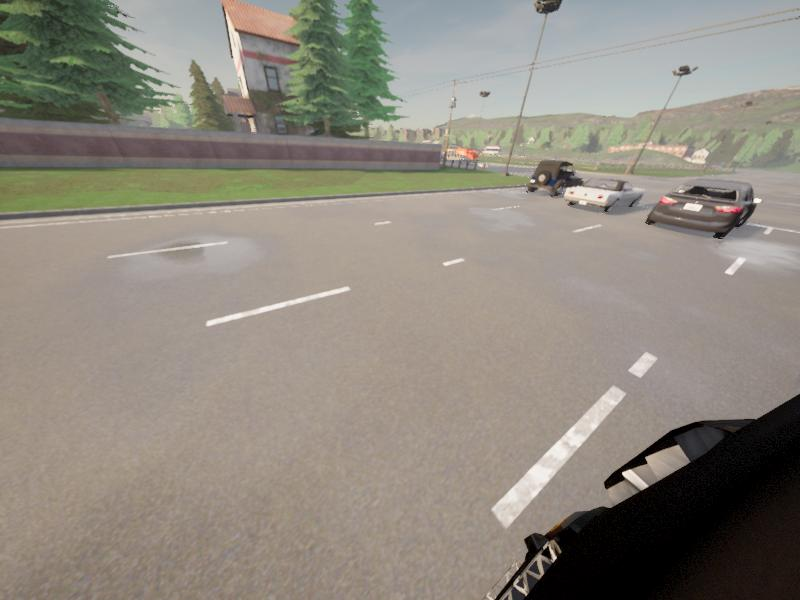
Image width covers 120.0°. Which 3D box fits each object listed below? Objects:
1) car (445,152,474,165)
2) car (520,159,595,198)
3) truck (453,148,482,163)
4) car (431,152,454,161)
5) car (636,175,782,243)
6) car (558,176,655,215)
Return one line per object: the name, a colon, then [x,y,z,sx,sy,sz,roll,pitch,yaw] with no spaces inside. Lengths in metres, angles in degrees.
car: [11.025,-26.548,43.300,2.152,1.651,5.027,-17,39,-28]
car: [9.987,-7.769,14.699,3.866,1.878,1.905,-17,39,-27]
truck: [14.379,-31.118,49.666,2.627,2.467,5.204,-17,39,-28]
car: [9.344,-31.681,50.979,1.882,1.535,5.008,-17,39,-28]
car: [11.923,-3.719,8.948,4.611,1.667,2.242,-17,39,-27]
car: [10.499,-5.405,11.717,4.718,1.301,1.895,-17,38,-27]
